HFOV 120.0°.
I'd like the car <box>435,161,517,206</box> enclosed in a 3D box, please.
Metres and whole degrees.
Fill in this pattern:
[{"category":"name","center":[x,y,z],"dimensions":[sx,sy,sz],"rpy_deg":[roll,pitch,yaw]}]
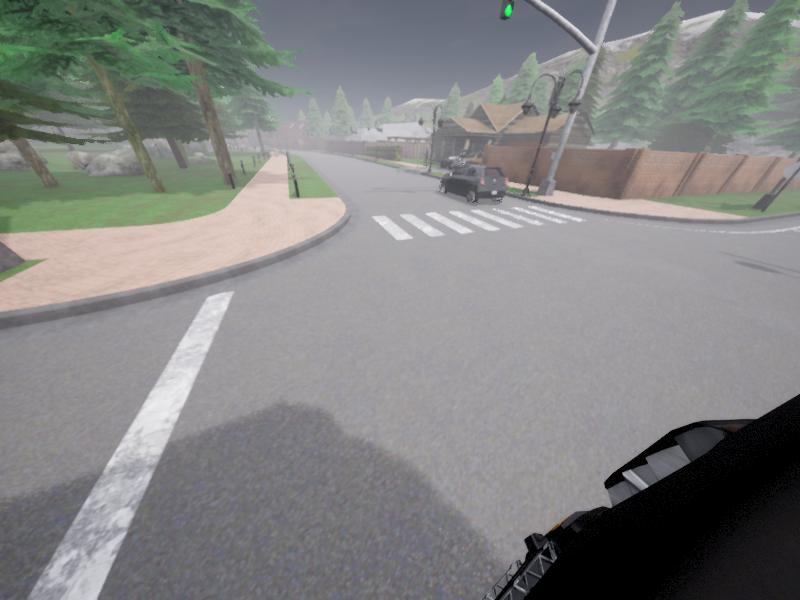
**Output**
[{"category":"car","center":[3.507,-5.890,11.470],"dimensions":[1.845,1.501,3.633],"rpy_deg":[-11,36,-19]}]

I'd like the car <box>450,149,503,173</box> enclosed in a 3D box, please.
[{"category":"car","center":[7.731,-14.064,23.388],"dimensions":[4.605,1.855,1.932],"rpy_deg":[-11,36,-19]}]

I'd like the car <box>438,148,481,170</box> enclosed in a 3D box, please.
[{"category":"car","center":[6.425,-15.316,25.177],"dimensions":[3.866,1.878,1.905],"rpy_deg":[-11,36,-19]}]

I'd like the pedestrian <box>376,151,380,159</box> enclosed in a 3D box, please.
[{"category":"pedestrian","center":[-3.498,-22.736,36.260],"dimensions":[0.500,1.100,0.500],"rpy_deg":[-16,38,-26]}]

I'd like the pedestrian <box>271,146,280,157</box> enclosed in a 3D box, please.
[{"category":"pedestrian","center":[-16.916,-20.217,31.464],"dimensions":[0.751,1.300,0.751],"rpy_deg":[-11,36,-19]}]

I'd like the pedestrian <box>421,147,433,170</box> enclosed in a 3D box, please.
[{"category":"pedestrian","center":[2.724,-14.330,23.419],"dimensions":[0.751,1.860,0.751],"rpy_deg":[-13,37,-22]}]
